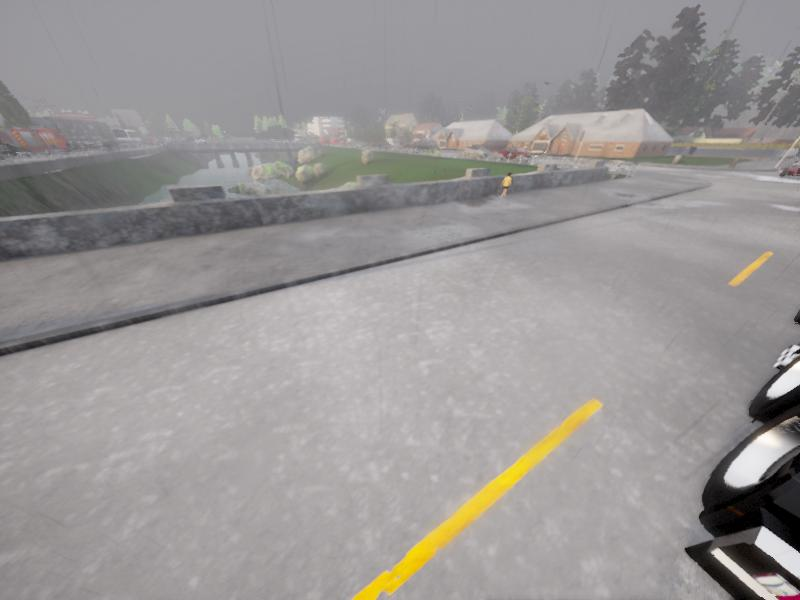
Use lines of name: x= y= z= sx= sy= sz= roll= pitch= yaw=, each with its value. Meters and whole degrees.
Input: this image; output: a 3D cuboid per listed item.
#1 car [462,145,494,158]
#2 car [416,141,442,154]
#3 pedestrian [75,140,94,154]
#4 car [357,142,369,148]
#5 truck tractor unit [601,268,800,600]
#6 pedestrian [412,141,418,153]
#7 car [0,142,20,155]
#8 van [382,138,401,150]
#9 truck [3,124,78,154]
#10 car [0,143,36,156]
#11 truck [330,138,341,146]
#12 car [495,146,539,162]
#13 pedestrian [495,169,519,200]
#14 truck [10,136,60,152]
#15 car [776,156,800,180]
car: x=12.197 y=-23.367 z=36.326 sx=2.007 sy=1.525 sz=4.514 roll=-18 pitch=39 yaw=-24
car: x=5.589 y=-30.344 z=45.826 sx=2.150 sy=2.045 sz=5.566 roll=-18 pitch=39 yaw=-24
pedestrian: x=-47.963 y=-23.263 z=35.135 sx=0.751 sy=1.860 sz=0.751 roll=-16 pitch=38 yaw=-22
car: x=-11.384 y=-47.513 z=70.738 sx=2.038 sy=1.542 sz=4.974 roll=-18 pitch=39 yaw=-24
truck tractor unit: x=5.117 y=-0.296 z=0.771 sx=6.516 sy=4.208 sz=3.053 roll=-18 pitch=39 yaw=-24
pedestrian: x=2.779 y=-28.747 z=43.452 sx=0.751 sy=1.860 sz=0.751 roll=17 pitch=38 yaw=22
car: x=-62.827 y=-23.453 z=35.692 sx=1.930 sy=1.638 sz=5.238 roll=-18 pitch=39 yaw=-24
van: x=-2.407 y=-43.352 z=64.109 sx=2.351 sy=2.431 sz=6.366 roll=-18 pitch=39 yaw=-24
truck: x=-61.695 y=-27.876 z=40.136 sx=2.891 sy=3.827 sz=8.468 roll=-18 pitch=39 yaw=-24
car: x=-57.054 y=-22.153 z=34.017 sx=1.816 sy=1.474 sz=4.193 roll=-18 pitch=39 yaw=-24
truck: x=-25.484 y=-62.301 z=91.078 sx=2.627 sy=2.467 sz=5.204 roll=-18 pitch=39 yaw=-24
car: x=15.670 y=-19.855 z=31.304 sx=1.882 sy=1.535 sz=5.008 roll=-17 pitch=39 yaw=-23
pedestrian: x=4.634 y=-5.025 z=10.069 sx=0.500 sy=1.100 sz=0.500 roll=-18 pitch=39 yaw=-24
truck: x=-68.284 y=-29.373 z=43.417 sx=2.627 sy=2.467 sz=5.204 roll=-18 pitch=39 yaw=-24
car: x=30.777 y=-9.867 z=17.240 sx=4.181 sy=1.385 sz=1.994 roll=-18 pitch=39 yaw=-24
